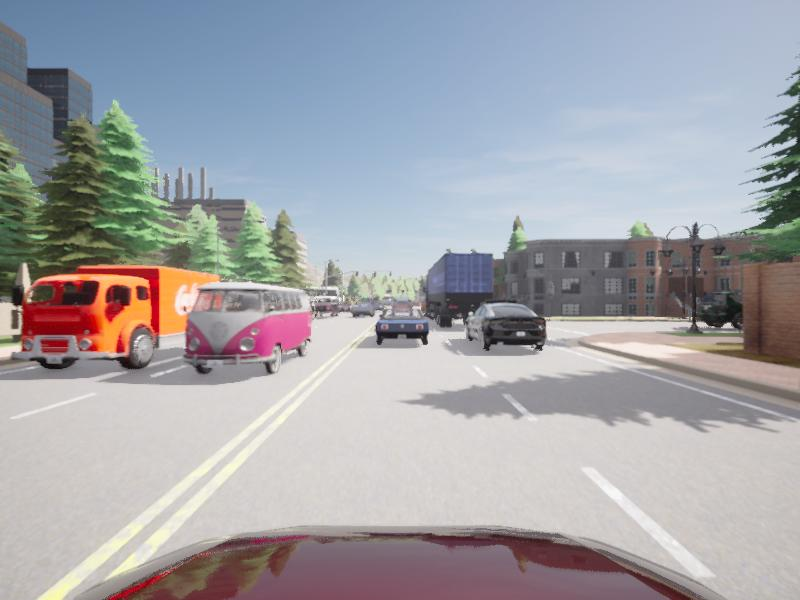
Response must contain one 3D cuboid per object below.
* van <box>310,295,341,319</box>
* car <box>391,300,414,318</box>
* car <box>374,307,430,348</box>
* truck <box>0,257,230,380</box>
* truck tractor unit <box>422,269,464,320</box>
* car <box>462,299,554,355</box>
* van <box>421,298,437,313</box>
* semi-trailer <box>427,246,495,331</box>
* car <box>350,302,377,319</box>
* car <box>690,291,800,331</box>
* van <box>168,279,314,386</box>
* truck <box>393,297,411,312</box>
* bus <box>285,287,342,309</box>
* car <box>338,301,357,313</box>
[{"bbox_3d":[-6.801,0.627,36.945,2.069,2.038,4.480,0,0,0],"label":"van"},{"bbox_3d":[0.220,0.839,40.093,2.152,1.651,5.027,0,0,0],"label":"car"},{"bbox_3d":[0.088,0.967,15.948,1.895,1.301,4.718,0,0,0],"label":"car"},{"bbox_3d":[-6.944,0.372,10.651,2.627,2.467,5.204,0,0,0],"label":"truck"},{"bbox_3d":[3.703,-0.472,35.960,3.053,4.208,6.516,0,0,0],"label":"truck tractor unit"},{"bbox_3d":[3.578,0.791,14.362,1.930,1.638,5.238,0,0,0],"label":"car"},{"bbox_3d":[3.793,0.676,53.336,1.775,1.987,4.442,0,0,0],"label":"van"},{"bbox_3d":[3.664,-0.577,28.051,2.717,4.402,14.254,0,0,0],"label":"semi-trailer"},{"bbox_3d":[-3.300,0.949,37.351,2.033,1.411,5.357,0,0,0],"label":"car"},{"bbox_3d":[19.312,0.562,21.628,5.566,2.045,2.150,0,0,3],"label":"car"},{"bbox_3d":[-3.448,0.613,9.702,1.775,1.987,4.442,0,0,0],"label":"van"},{"bbox_3d":[0.309,0.621,56.089,2.390,2.098,6.274,0,0,0],"label":"truck"},{"bbox_3d":[-16.886,-0.418,78.921,10.273,4.253,3.944,0,0,0],"label":"bus"},{"bbox_3d":[-6.715,0.928,51.596,1.970,1.475,3.806,0,0,0],"label":"car"}]
